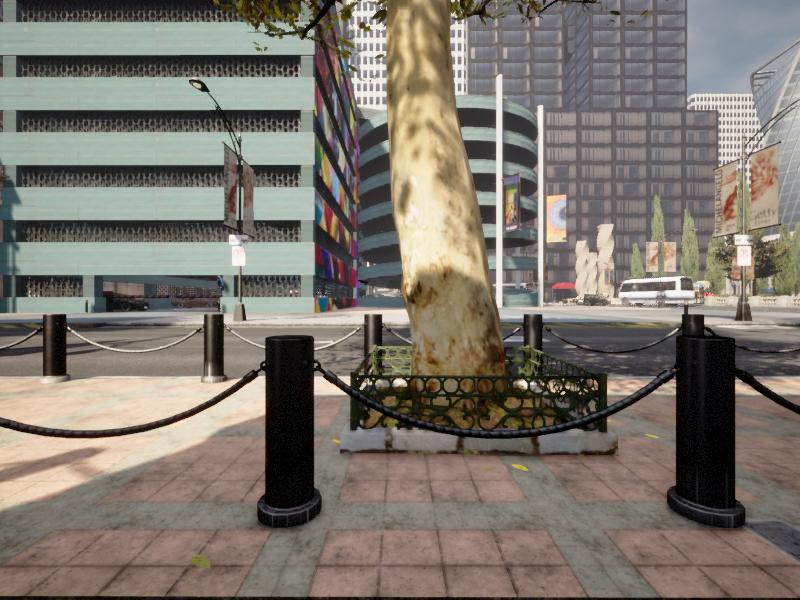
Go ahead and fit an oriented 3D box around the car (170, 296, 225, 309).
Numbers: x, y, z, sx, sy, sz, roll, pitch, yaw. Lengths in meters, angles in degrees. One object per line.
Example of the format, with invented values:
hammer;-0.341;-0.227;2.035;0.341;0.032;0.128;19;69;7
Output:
car;-20.752;0.207;41.191;4.718;1.301;1.895;0;0;0

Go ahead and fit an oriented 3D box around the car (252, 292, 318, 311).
car;-9.593;0.117;33.684;4.902;1.511;2.128;0;0;0

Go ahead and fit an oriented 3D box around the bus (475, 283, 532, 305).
bus;20.581;-1.139;79.657;10.273;4.253;3.944;0;0;36

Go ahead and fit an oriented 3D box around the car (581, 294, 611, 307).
car;30.354;0.057;62.105;1.905;1.878;3.866;0;0;-21

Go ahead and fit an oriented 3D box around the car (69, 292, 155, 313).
car;-21.193;0.157;29.591;4.786;1.482;2.161;0;0;0

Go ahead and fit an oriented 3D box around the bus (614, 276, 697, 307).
bus;38.278;-1.138;60.614;3.944;4.253;10.273;0;0;-21
